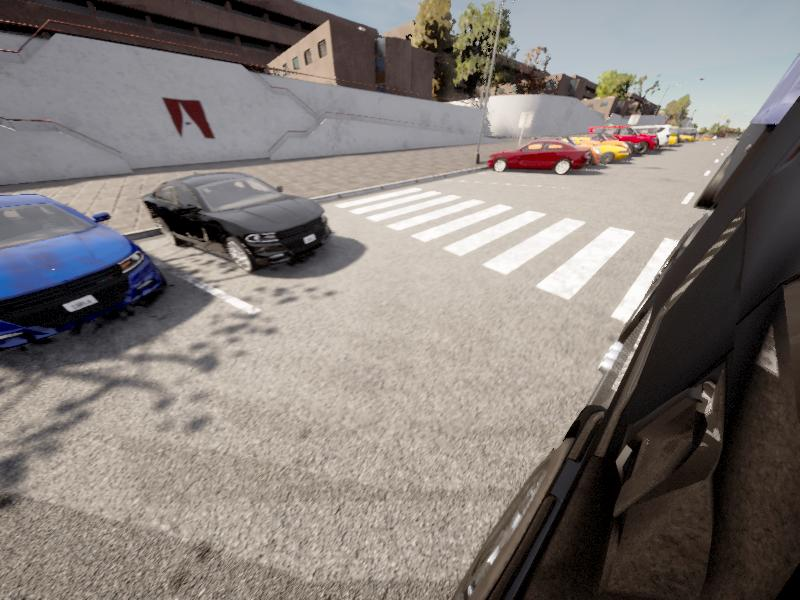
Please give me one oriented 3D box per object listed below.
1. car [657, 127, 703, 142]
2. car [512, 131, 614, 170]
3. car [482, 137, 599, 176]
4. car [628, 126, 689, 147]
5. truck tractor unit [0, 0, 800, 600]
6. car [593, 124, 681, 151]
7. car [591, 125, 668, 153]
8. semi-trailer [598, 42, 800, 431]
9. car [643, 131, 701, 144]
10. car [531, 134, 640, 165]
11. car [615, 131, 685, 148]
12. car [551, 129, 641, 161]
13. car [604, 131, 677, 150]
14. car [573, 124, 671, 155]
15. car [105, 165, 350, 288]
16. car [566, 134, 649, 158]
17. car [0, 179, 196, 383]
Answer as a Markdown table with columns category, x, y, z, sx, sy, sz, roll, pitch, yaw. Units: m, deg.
| category | x | y | z | sx | sy | sz | roll | pitch | yaw |
| --- | --- | --- | --- | --- | --- | --- | --- | --- | --- |
| car | 48.627 | -28.733 | 40.259 | 4.442 | 1.987 | 1.878 | 18 | 39 | 25 |
| car | 9.740 | -9.265 | 14.251 | 4.553 | 1.767 | 2.185 | 17 | 40 | 25 |
| car | 7.497 | -7.976 | 12.791 | 5.008 | 1.535 | 2.097 | 17 | 40 | 25 |
| car | 32.662 | -20.794 | 29.456 | 4.442 | 1.987 | 1.878 | 18 | 39 | 25 |
| truck tractor unit | 2.645 | -0.295 | 0.352 | 6.516 | 4.208 | 3.053 | -28 | 44 | -30 |
| car | 23.412 | -16.304 | 23.327 | 5.566 | 2.045 | 2.435 | 18 | 40 | 25 |
| car | 21.260 | -15.101 | 21.752 | 4.442 | 1.987 | 1.878 | 17 | 39 | 25 |
| semi-trailer | 8.711 | -3.543 | 4.290 | 14.254 | 4.402 | 2.717 | -27 | 44 | -30 |
| car | 41.848 | -25.129 | 35.728 | 5.366 | 1.575 | 1.946 | 18 | 39 | 25 |
| car | 12.213 | -10.278 | 15.750 | 5.366 | 1.575 | 1.946 | 17 | 40 | 25 |
| car | 30.119 | -19.555 | 28.160 | 5.366 | 1.575 | 1.946 | 18 | 40 | 25 |
| car | 14.298 | -11.596 | 17.287 | 4.553 | 1.767 | 2.185 | 17 | 40 | 25 |
| car | 25.719 | -17.235 | 25.006 | 5.008 | 1.535 | 2.097 | 18 | 39 | 25 |
| car | 18.907 | -13.998 | 20.244 | 5.566 | 2.045 | 2.435 | 17 | 39 | 25 |
| car | -3.892 | -2.046 | 5.287 | 5.008 | 1.535 | 2.097 | 17 | 40 | 25 |
| car | 16.604 | -12.613 | 18.895 | 4.674 | 1.452 | 2.002 | 17 | 40 | 25 |
| car | -6.161 | -0.851 | 3.804 | 5.008 | 1.535 | 2.097 | 17 | 40 | 25 |
